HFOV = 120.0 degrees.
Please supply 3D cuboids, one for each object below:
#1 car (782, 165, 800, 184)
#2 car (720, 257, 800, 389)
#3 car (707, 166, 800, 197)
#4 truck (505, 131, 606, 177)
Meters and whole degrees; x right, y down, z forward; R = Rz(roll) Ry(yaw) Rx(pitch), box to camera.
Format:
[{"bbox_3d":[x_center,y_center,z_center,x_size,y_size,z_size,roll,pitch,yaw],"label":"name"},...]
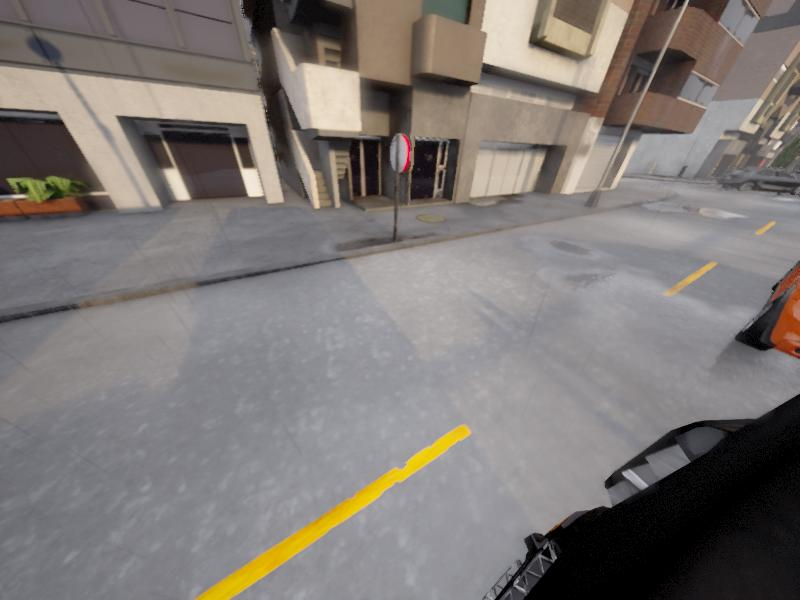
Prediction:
[{"bbox_3d":[47.651,-14.686,27.049,4.553,1.767,2.097,-16,38,-26],"label":"car"},{"bbox_3d":[6.725,-0.087,2.781,4.553,1.767,2.097,-16,38,-26],"label":"car"},{"bbox_3d":[27.866,-9.052,17.582,4.856,1.649,2.033,14,36,16],"label":"car"},{"bbox_3d":[17.038,-16.727,26.343,2.891,3.827,8.468,-16,38,-26],"label":"truck"}]
